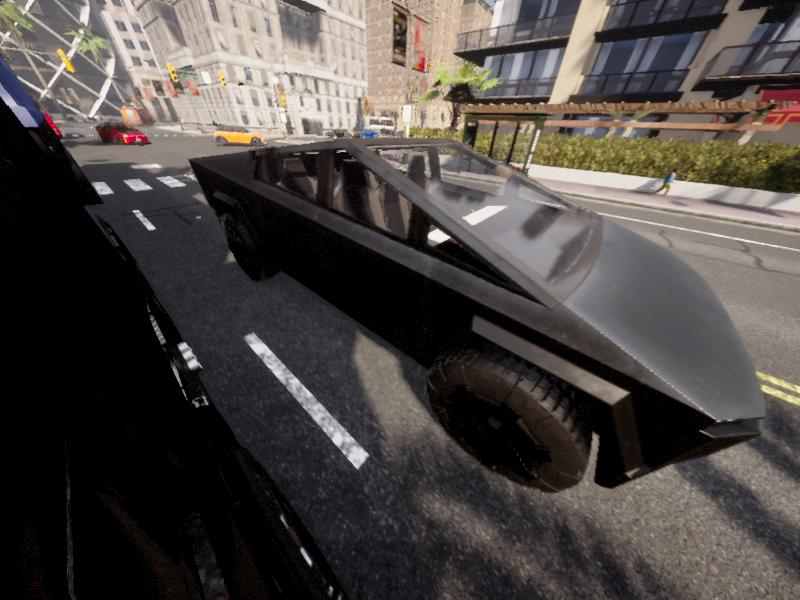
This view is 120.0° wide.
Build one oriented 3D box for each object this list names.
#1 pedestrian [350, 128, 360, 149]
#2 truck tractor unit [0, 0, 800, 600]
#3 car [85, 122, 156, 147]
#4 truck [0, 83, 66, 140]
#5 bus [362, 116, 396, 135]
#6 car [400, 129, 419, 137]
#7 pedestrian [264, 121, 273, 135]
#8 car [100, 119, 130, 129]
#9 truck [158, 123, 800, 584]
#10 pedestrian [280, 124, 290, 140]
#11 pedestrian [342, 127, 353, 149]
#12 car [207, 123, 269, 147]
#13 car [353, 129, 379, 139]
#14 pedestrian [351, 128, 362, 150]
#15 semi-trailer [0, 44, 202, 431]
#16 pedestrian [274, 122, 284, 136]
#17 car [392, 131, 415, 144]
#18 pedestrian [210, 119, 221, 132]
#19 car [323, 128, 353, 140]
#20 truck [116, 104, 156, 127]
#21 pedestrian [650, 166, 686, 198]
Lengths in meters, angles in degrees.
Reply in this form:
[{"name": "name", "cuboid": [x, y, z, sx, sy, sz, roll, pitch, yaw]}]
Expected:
[{"name": "pedestrian", "cuboid": [-4.886, -17.575, 25.151, 0.751, 1.860, 0.751, 14, 38, 14]}, {"name": "truck tractor unit", "cuboid": [-2.645, -0.295, 0.351, 6.516, 4.208, 3.053, 28, 44, 30]}, {"name": "car", "cuboid": [-24.360, -14.478, 20.173, 4.514, 1.525, 2.007, 16, 39, 17]}, {"name": "truck", "cuboid": [-35.883, -17.853, 22.058, 8.468, 3.827, 2.891, 28, 44, 30]}, {"name": "bus", "cuboid": [-6.500, -53.280, 70.637, 10.273, 4.253, 3.944, 27, 43, 29]}, {"name": "car", "cuboid": [2.701, -47.343, 65.459, 5.238, 1.638, 1.930, 28, 44, 29]}, {"name": "pedestrian", "cuboid": [-23.229, -30.398, 40.863, 0.751, 1.860, 0.751, 28, 44, 29]}, {"name": "car", "cuboid": [-51.741, -31.969, 41.938, 4.181, 1.385, 1.994, 20, 40, 22]}, {"name": "truck", "cuboid": [-0.296, -0.913, 3.089, 6.274, 2.098, 2.390, 28, 44, 30]}, {"name": "pedestrian", "cuboid": [-16.736, -24.509, 33.667, 0.751, 1.860, 0.751, -28, 47, -34]}, {"name": "pedestrian", "cuboid": [-5.710, -17.667, 25.224, 0.751, 1.860, 0.751, -23, 44, -30]}, {"name": "car", "cuboid": [-16.053, -16.604, 23.279, 4.553, 1.767, 2.097, -10, 39, -16]}, {"name": "car", "cuboid": [-6.530, -32.287, 44.946, 1.882, 1.535, 5.008, 28, 44, 29]}, {"name": "pedestrian", "cuboid": [-4.611, -17.302, 24.804, 0.751, 1.860, 0.751, -23, 44, -30]}, {"name": "semi-trailer", "cuboid": [-8.701, -3.601, 4.228, 14.254, 4.402, 2.717, 28, 44, 30]}, {"name": "pedestrian", "cuboid": [-20.271, -28.762, 38.863, 0.751, 1.860, 0.751, 16, 39, 18]}, {"name": "car", "cuboid": [0.527, -26.378, 37.492, 1.789, 1.549, 3.705, 28, 44, 30]}, {"name": "pedestrian", "cuboid": [-32.605, -30.717, 40.721, 0.751, 1.860, 0.751, 30, 45, 31]}, {"name": "car", "cuboid": [-10.844, -29.254, 40.684, 1.837, 1.490, 4.892, 28, 44, 29]}, {"name": "truck", "cuboid": [-62.857, -44.098, 55.369, 2.891, 3.827, 8.468, -14, 40, -21]}, {"name": "pedestrian", "cuboid": [11.164, -4.922, 9.655, 0.500, 1.100, 0.500, 30, 45, 32]}]
